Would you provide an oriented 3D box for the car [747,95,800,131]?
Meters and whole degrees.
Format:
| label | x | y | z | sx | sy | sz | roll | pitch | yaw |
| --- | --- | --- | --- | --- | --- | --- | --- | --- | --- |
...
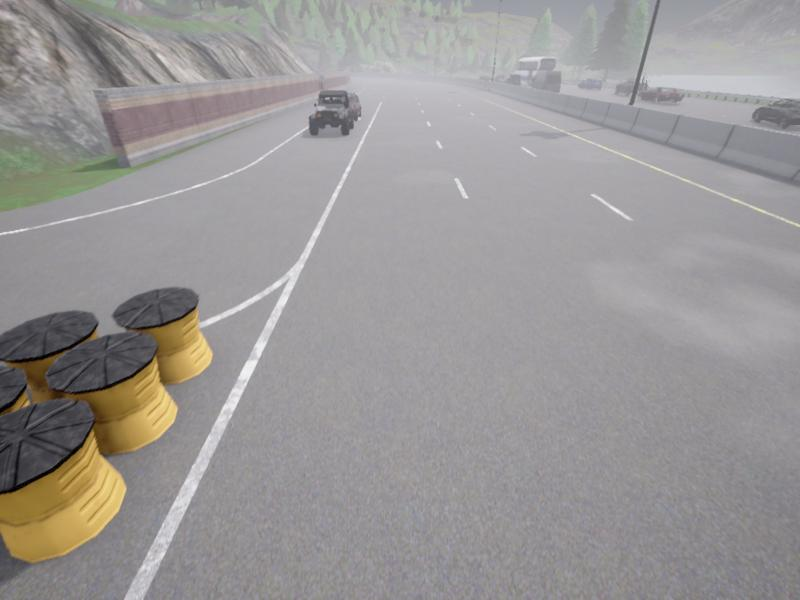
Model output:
| label | x | y | z | sx | sy | sz | roll | pitch | yaw |
| --- | --- | --- | --- | --- | --- | --- | --- | --- | --- |
| car | 22.321 | -10.785 | 22.959 | 1.816 | 1.474 | 4.193 | 7 | 31 | 11 |

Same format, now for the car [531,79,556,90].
| label | x | y | z | sx | sy | sz | roll | pitch | yaw |
| --- | --- | --- | --- | --- | --- | --- | --- | --- | --- |
| car | 20.930 | -31.554 | 58.597 | 1.895 | 1.301 | 4.718 | -1 | 30 | -2 |

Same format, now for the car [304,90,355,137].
| label | x | y | z | sx | sy | sz | roll | pitch | yaw |
| --- | --- | --- | --- | --- | --- | --- | --- | --- | --- |
| car | -3.509 | -9.719 | 20.717 | 1.905 | 1.878 | 3.866 | 0 | 30 | 0 |

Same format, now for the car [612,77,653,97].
| label | x | y | z | sx | sy | sz | roll | pitch | yaw |
| --- | --- | --- | --- | --- | --- | --- | --- | --- | --- |
| car | 27.011 | -24.907 | 46.683 | 1.932 | 1.855 | 4.605 | 0 | 30 | 0 |

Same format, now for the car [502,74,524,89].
| label | x | y | z | sx | sy | sz | roll | pitch | yaw |
| --- | --- | --- | --- | --- | --- | --- | --- | --- | --- |
| car | 17.326 | -33.705 | 61.710 | 1.905 | 1.878 | 3.866 | -2 | 30 | -4 |

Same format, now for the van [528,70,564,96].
| label | x | y | z | sx | sy | sz | roll | pitch | yaw |
| --- | --- | --- | --- | --- | --- | --- | --- | --- | --- |
| van | 17.482 | -26.202 | 48.233 | 1.988 | 2.561 | 5.915 | 0 | 30 | 0 |

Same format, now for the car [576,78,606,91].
| label | x | y | z | sx | sy | sz | roll | pitch | yaw |
| --- | --- | --- | --- | --- | --- | --- | --- | --- | --- |
| car | 27.930 | -31.698 | 58.699 | 2.007 | 1.525 | 4.514 | -1 | 30 | -2 |

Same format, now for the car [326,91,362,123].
| label | x | y | z | sx | sy | sz | roll | pitch | yaw |
| --- | --- | --- | --- | --- | --- | --- | --- | --- | --- |
| car | -3.511 | -12.552 | 25.890 | 1.789 | 1.549 | 3.705 | 0 | 30 | 0 |

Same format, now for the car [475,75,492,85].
| label | x | y | z | sx | sy | sz | roll | pitch | yaw |
| --- | --- | --- | --- | --- | --- | --- | --- | --- | --- |
| car | 15.767 | -41.797 | 75.829 | 1.789 | 1.549 | 3.705 | -5 | 31 | -9 |

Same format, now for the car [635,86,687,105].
| label | x | y | z | sx | sy | sz | roll | pitch | yaw |
| --- | --- | --- | --- | --- | --- | --- | --- | --- | --- |
| car | 24.484 | -19.345 | 37.757 | 1.895 | 1.301 | 4.718 | 0 | 30 | 0 |

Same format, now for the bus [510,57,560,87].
| label | x | y | z | sx | sy | sz | roll | pitch | yaw |
| --- | --- | --- | --- | --- | --- | --- | --- | --- | --- |
| bus | 23.438 | -40.145 | 70.347 | 3.944 | 4.253 | 10.273 | -4 | 31 | -7 |
